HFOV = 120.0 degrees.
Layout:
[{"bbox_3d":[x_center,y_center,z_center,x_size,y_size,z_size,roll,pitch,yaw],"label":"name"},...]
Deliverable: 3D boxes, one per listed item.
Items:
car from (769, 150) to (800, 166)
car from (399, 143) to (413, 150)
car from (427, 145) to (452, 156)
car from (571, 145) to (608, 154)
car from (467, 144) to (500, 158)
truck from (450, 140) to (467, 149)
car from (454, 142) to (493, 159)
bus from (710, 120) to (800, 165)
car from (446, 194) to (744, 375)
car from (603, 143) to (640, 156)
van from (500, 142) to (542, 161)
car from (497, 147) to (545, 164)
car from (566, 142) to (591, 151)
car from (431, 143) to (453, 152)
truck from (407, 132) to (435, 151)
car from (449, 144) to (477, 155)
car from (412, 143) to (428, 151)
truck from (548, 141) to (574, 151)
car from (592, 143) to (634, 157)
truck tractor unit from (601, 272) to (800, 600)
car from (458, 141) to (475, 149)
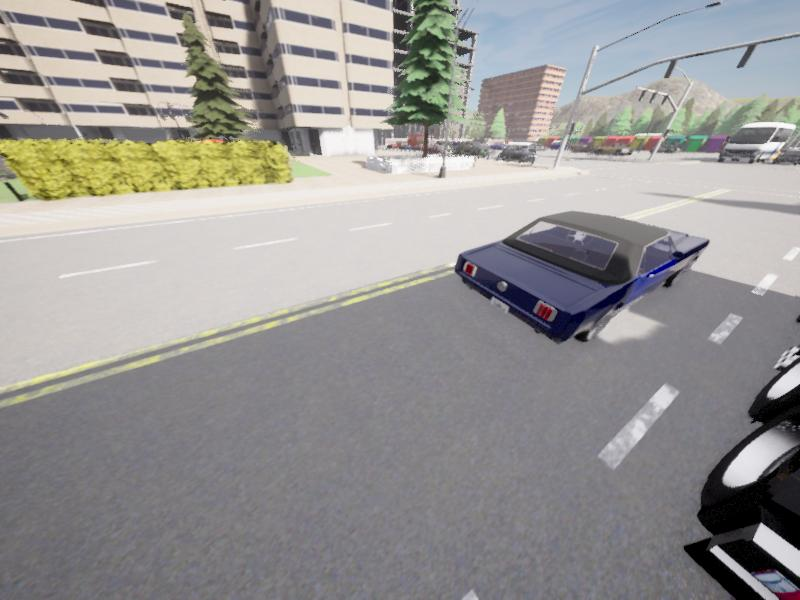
[{"bbox_3d":[48.367,-17.597,28.501,4.892,1.490,1.837,-17,38,-23],"label":"car"},{"bbox_3d":[1.466,-40.204,60.544,1.970,1.475,3.806,-18,39,-24],"label":"car"},{"bbox_3d":[6.922,-26.691,41.151,1.812,1.442,4.674,-18,39,-24],"label":"car"},{"bbox_3d":[38.007,-30.326,46.472,2.033,1.415,5.357,-18,39,-24],"label":"car"},{"bbox_3d":[13.427,-24.281,37.562,2.242,1.667,4.611,-18,39,-24],"label":"car"},{"bbox_3d":[17.052,-45.267,67.122,2.069,2.038,4.478,-18,39,-24],"label":"truck"},{"bbox_3d":[11.017,-22.830,35.122,2.150,2.045,5.566,-18,39,-24],"label":"car"},{"bbox_3d":[46.623,-20.393,30.084,10.273,4.253,3.944,-17,38,-23],"label":"bus"},{"bbox_3d":[3.348,-0.773,4.018,4.718,1.301,1.895,-18,39,-24],"label":"car"},{"bbox_3d":[38.825,-26.546,40.644,1.905,1.878,3.866,-18,39,-24],"label":"car"},{"bbox_3d":[16.861,-20.986,32.545,2.069,2.038,4.480,-18,39,-24],"label":"van"},{"bbox_3d":[15.154,-18.453,29.352,2.128,1.511,4.902,-18,39,-24],"label":"car"},{"bbox_3d":[47.211,-40.758,61.143,1.932,1.855,4.605,-18,39,-24],"label":"car"},{"bbox_3d":[9.821,-35.935,54.302,2.152,1.651,5.027,-18,39,-24],"label":"car"},{"bbox_3d":[5.188,-41.510,60.324,2.891,3.827,8.468,-18,39,-24],"label":"truck"},{"bbox_3d":[12.189,-29.542,45.131,1.930,1.638,5.238,-18,39,-24],"label":"car"},{"bbox_3d":[4.877,-36.815,55.639,1.970,1.475,3.806,-18,39,-24],"label":"car"},{"bbox_3d":[40.093,-38.527,57.695,2.069,2.038,4.478,-18,39,-24],"label":"truck"},{"bbox_3d":[36.281,-25.772,39.500,1.932,1.855,4.605,-18,39,-24],"label":"car"},{"bbox_3d":[5.129,-0.283,0.777,6.516,4.208,3.053,-17,38,-24],"label":"truck tractor unit"},{"bbox_3d":[19.535,-46.028,68.407,1.932,1.855,4.605,-18,39,-24],"label":"car"}]
